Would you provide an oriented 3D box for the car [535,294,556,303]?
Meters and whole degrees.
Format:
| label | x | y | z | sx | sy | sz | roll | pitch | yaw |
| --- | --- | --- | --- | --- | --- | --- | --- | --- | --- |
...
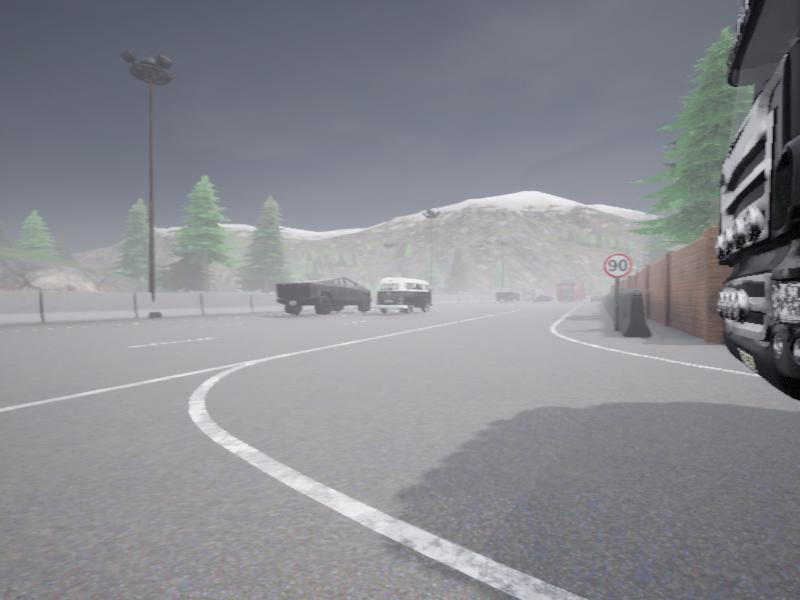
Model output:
| label | x | y | z | sx | sy | sz | roll | pitch | yaw |
| --- | --- | --- | --- | --- | --- | --- | --- | --- | --- |
| car | 26.259 | -0.300 | 71.947 | 2.128 | 1.511 | 4.902 | 0 | 1 | 37 |

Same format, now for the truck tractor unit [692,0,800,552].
| label | x | y | z | sx | sy | sz | roll | pitch | yaw |
| --- | --- | --- | --- | --- | --- | --- | --- | --- | --- |
| truck tractor unit | 5.030 | -1.217 | 1.074 | 6.516 | 4.208 | 3.053 | -3 | -1 | 32 |

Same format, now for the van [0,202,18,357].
| label | x | y | z | sx | sy | sz | roll | pitch | yaw |
| --- | --- | --- | --- | --- | --- | --- | --- | --- | --- |
| van | -8.713 | -0.315 | 4.593 | 1.988 | 2.561 | 5.915 | 0 | 1 | 25 |

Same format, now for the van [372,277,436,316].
| label | x | y | z | sx | sy | sz | roll | pitch | yaw |
| --- | --- | --- | --- | --- | --- | --- | --- | --- | --- |
| van | 0.343 | -0.215 | 23.596 | 2.069 | 2.038 | 4.480 | 0 | 1 | 26 |

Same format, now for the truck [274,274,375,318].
| label | x | y | z | sx | sy | sz | roll | pitch | yaw |
| --- | --- | --- | --- | --- | --- | --- | --- | --- | --- |
| truck | -3.984 | -0.234 | 22.649 | 2.390 | 2.098 | 6.274 | 0 | 1 | 25 |

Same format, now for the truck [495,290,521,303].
| label | x | y | z | sx | sy | sz | roll | pitch | yaw |
| --- | --- | --- | --- | --- | --- | --- | --- | --- | --- |
| truck | 18.030 | -0.579 | 66.267 | 2.390 | 2.098 | 6.274 | 0 | 0 | 32 |

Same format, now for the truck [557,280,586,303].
| label | x | y | z | sx | sy | sz | roll | pitch | yaw |
| --- | --- | --- | --- | --- | --- | --- | --- | --- | --- |
| truck | 31.215 | -1.502 | 72.740 | 2.891 | 3.827 | 8.468 | 0 | 1 | 37 |

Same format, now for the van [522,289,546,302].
| label | x | y | z | sx | sy | sz | roll | pitch | yaw |
| --- | --- | --- | --- | --- | --- | --- | --- | --- | --- |
| van | 25.920 | -0.836 | 77.326 | 2.351 | 2.431 | 6.366 | 0 | 1 | 39 |
